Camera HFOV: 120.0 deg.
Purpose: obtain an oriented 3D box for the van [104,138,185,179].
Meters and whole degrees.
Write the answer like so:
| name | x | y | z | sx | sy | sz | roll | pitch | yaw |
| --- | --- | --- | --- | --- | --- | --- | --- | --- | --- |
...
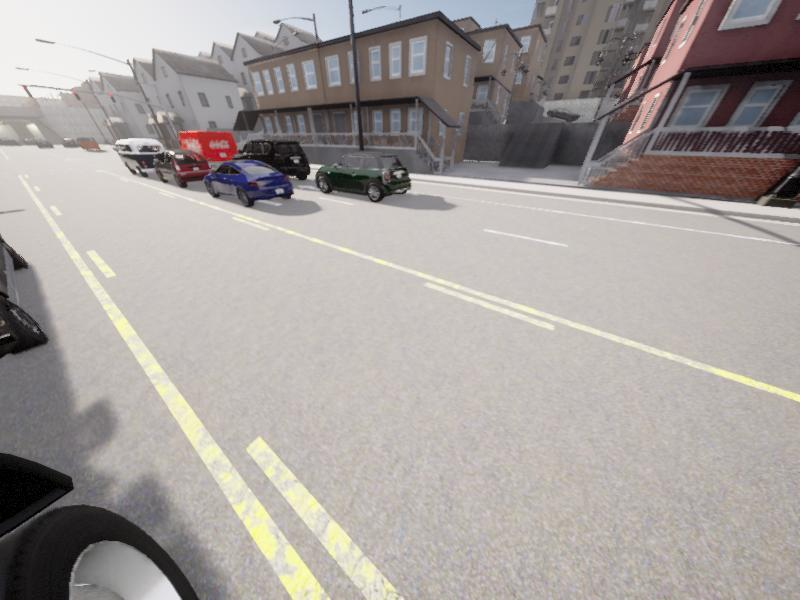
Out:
| name | x | y | z | sx | sy | sz | roll | pitch | yaw |
| --- | --- | --- | --- | --- | --- | --- | --- | --- | --- |
| van | -17.028 | -9.531 | 15.438 | 4.480 | 2.038 | 2.069 | 22 | 41 | 28 |

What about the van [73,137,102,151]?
| name | x | y | z | sx | sy | sz | roll | pitch | yaw |
| --- | --- | --- | --- | --- | --- | --- | --- | --- | --- |
| van | -53.240 | -26.645 | 39.379 | 4.442 | 1.987 | 1.775 | 22 | 41 | 28 |

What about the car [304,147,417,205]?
| name | x | y | z | sx | sy | sz | roll | pitch | yaw |
| --- | --- | --- | --- | --- | --- | --- | --- | --- | --- |
| car | -1.767 | -5.722 | 10.363 | 4.553 | 1.767 | 2.097 | 22 | 41 | 28 |

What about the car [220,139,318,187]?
| name | x | y | z | sx | sy | sz | roll | pitch | yaw |
| --- | --- | --- | --- | --- | --- | --- | --- | --- | --- |
| car | -7.718 | -8.219 | 13.629 | 5.566 | 2.045 | 2.150 | 22 | 41 | 28 |

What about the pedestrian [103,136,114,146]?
| name | x | y | z | sx | sy | sz | roll | pitch | yaw |
| --- | --- | --- | --- | --- | --- | --- | --- | --- | --- |
| pedestrian | -64.732 | -35.288 | 51.282 | 0.751 | 1.860 | 0.751 | 21 | 40 | 27 |

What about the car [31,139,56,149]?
| name | x | y | z | sx | sy | sz | roll | pitch | yaw |
| --- | --- | --- | --- | --- | --- | --- | --- | --- | --- |
| car | -71.690 | -31.423 | 46.474 | 4.514 | 1.525 | 2.007 | 22 | 41 | 28 |

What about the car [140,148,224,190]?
| name | x | y | z | sx | sy | sz | roll | pitch | yaw |
| --- | --- | --- | --- | --- | --- | --- | --- | --- | --- |
| car | -11.985 | -7.313 | 12.716 | 3.988 | 1.617 | 1.851 | 22 | 41 | 28 |

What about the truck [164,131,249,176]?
| name | x | y | z | sx | sy | sz | roll | pitch | yaw |
| --- | --- | --- | --- | --- | --- | --- | --- | --- | --- |
| truck | -14.233 | -10.959 | 17.086 | 5.204 | 2.467 | 2.627 | 23 | 41 | 29 |

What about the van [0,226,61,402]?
| name | x | y | z | sx | sy | sz | roll | pitch | yaw |
| --- | --- | --- | --- | --- | --- | --- | --- | --- | --- |
| van | -6.898 | -0.698 | 2.637 | 5.915 | 2.561 | 1.988 | 22 | 41 | 28 |

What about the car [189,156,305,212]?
| name | x | y | z | sx | sy | sz | roll | pitch | yaw |
| --- | --- | --- | --- | --- | --- | --- | --- | --- | --- |
| car | -6.357 | -4.959 | 9.574 | 4.674 | 1.442 | 1.812 | 22 | 41 | 28 |

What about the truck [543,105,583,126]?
| name | x | y | z | sx | sy | sz | roll | pitch | yaw |
| --- | --- | --- | --- | --- | --- | --- | --- | --- | --- |
| truck | 32.790 | -37.318 | 46.644 | 6.274 | 2.098 | 2.390 | 32 | 45 | 19 |

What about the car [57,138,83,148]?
| name | x | y | z | sx | sy | sz | roll | pitch | yaw |
| --- | --- | --- | --- | --- | --- | --- | --- | --- | --- |
| car | -69.544 | -33.062 | 48.708 | 4.611 | 1.667 | 2.242 | 22 | 41 | 28 |
